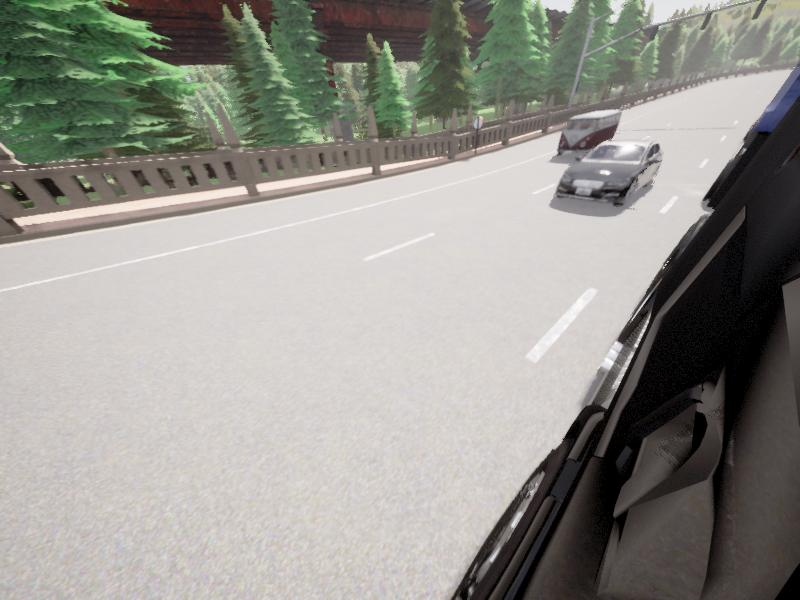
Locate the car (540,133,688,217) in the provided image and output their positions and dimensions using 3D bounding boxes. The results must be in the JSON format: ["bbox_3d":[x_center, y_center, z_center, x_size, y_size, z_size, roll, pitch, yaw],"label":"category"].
[{"bbox_3d":[7.140,-4.392,7.677,4.902,1.511,2.128,-30,44,-29],"label":"car"}]

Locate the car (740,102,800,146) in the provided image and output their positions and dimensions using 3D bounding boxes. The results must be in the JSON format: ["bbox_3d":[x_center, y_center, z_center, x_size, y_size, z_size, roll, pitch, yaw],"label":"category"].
[{"bbox_3d":[19.842,-9.119,11.901,4.181,1.385,1.994,-32,45,-27],"label":"car"}]

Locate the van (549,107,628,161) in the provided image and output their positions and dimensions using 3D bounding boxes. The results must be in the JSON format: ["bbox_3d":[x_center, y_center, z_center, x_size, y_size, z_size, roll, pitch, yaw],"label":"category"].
[{"bbox_3d":[11.036,-9.747,13.547,4.442,1.987,1.775,-32,45,-27],"label":"van"}]

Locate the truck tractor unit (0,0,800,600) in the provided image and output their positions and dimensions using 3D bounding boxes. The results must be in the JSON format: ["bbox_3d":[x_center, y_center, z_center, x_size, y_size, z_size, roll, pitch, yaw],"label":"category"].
[{"bbox_3d":[2.645,-0.295,0.351,6.516,4.208,3.053,-28,44,-30],"label":"truck tractor unit"}]

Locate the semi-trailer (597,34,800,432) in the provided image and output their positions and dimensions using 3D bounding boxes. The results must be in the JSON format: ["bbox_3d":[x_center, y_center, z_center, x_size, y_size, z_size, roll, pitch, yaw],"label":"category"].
[{"bbox_3d":[8.710,-3.657,4.123,14.254,4.402,2.717,-29,44,-29],"label":"semi-trailer"}]

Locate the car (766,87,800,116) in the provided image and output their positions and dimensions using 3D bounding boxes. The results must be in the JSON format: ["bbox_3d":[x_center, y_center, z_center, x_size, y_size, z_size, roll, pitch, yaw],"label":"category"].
[{"bbox_3d":[29.871,-14.472,16.650,3.806,1.475,1.970,-15,40,-9],"label":"car"}]
